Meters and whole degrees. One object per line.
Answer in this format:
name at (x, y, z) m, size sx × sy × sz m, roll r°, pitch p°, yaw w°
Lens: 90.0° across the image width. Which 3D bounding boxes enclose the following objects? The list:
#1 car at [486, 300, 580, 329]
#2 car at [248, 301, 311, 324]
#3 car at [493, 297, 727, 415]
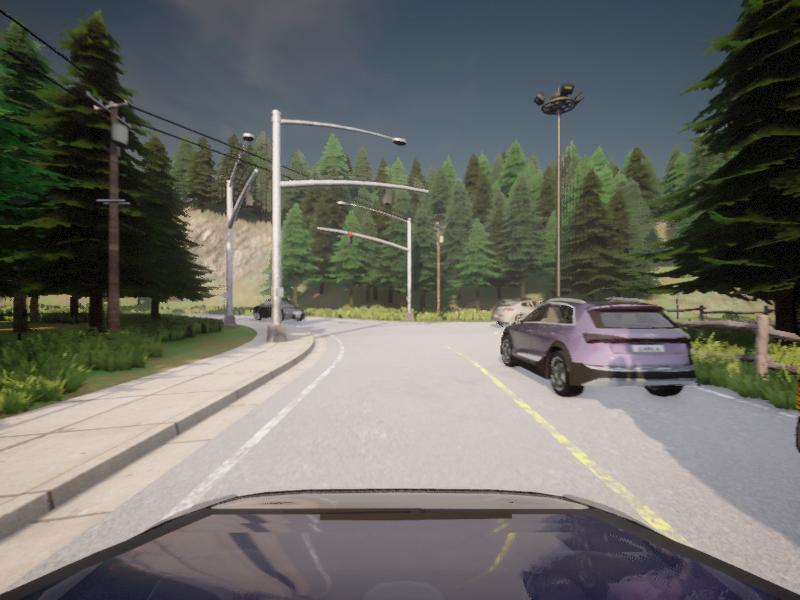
car at (7.996, 0.805, 24.130) m, size 5.027 × 1.651 × 2.152 m, roll 0°, pitch 0°, yaw -17°
car at (-8.899, 0.833, 29.276) m, size 4.902 × 1.511 × 2.128 m, roll 0°, pitch 0°, yaw 41°
car at (3.517, 0.777, 8.020) m, size 2.033 × 1.649 × 4.856 m, roll 0°, pitch 0°, yaw -2°
